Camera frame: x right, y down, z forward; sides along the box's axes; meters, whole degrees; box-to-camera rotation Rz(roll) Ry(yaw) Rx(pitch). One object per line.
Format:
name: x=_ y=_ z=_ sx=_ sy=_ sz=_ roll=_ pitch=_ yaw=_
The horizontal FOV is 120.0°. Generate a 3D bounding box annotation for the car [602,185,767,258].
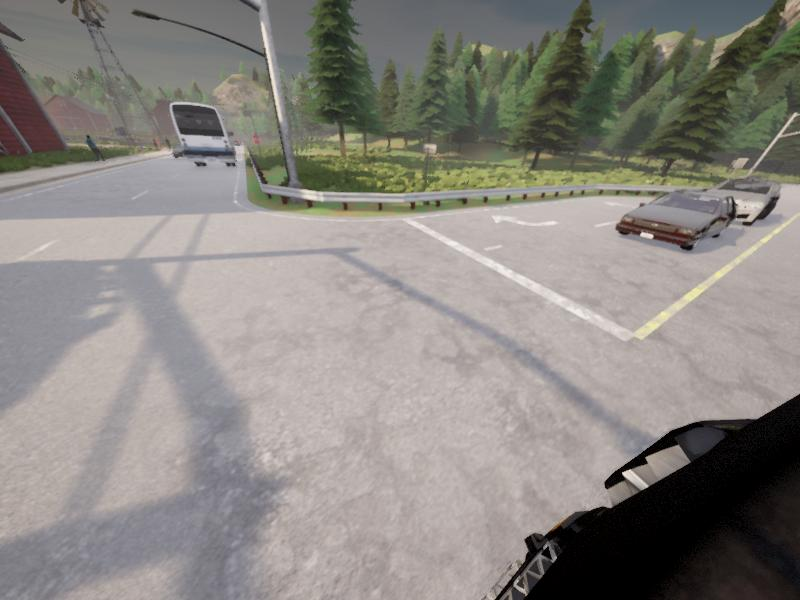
car: x=9.637 y=-2.885 z=7.802 sx=5.357 sy=1.411 sz=2.033 roll=-16 pitch=38 yaw=-26

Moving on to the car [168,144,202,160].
car: x=-24.748 y=-17.134 z=26.705 sx=1.994 sy=1.385 sz=4.181 roll=-15 pitch=38 yaw=-25

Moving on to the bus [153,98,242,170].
bus: x=-17.683 y=-14.989 z=21.405 sx=3.944 sy=4.253 sz=10.273 roll=-15 pitch=38 yaw=-25

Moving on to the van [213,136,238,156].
van: x=-28.098 y=-25.076 z=37.479 sx=2.351 sy=2.431 sz=6.366 roll=-15 pitch=38 yaw=-25

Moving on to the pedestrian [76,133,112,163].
pedestrian: x=-23.703 y=-11.777 z=17.928 sx=0.751 sy=1.860 sz=0.751 roll=-9 pitch=35 yaw=-17

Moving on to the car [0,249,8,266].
car: x=-6.999 y=-0.051 z=2.147 sx=2.128 sy=1.511 sz=4.902 roll=-25 pitch=43 yaw=-35

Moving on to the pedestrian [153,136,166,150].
pedestrian: x=-38.265 y=-24.984 z=36.738 sx=0.751 sy=1.860 sz=0.751 roll=-23 pitch=41 yaw=-34

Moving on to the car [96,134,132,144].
car: x=-67.779 y=-38.143 z=54.824 sx=1.930 sy=1.638 sz=5.238 roll=3 pitch=33 yaw=0

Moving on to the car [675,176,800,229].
car: x=15.798 y=-4.735 z=10.829 sx=4.611 sy=1.667 sz=2.242 roll=-16 pitch=38 yaw=-26
